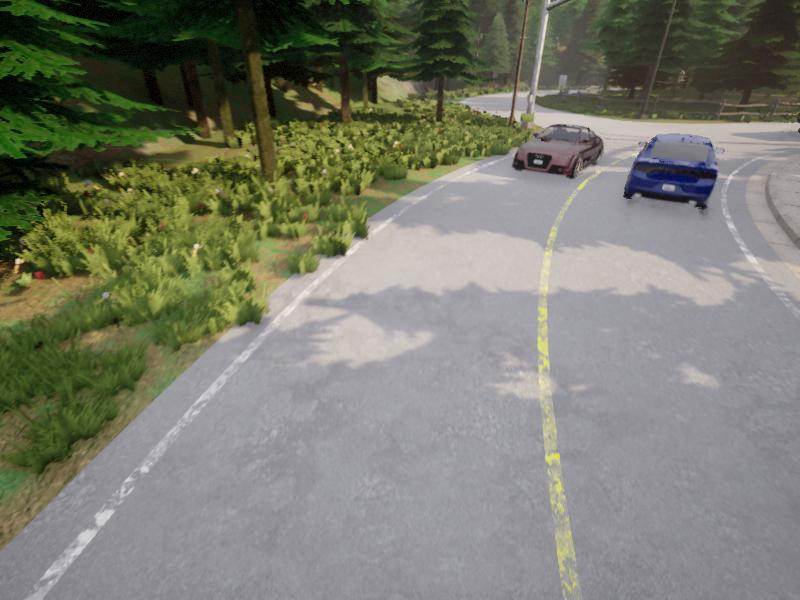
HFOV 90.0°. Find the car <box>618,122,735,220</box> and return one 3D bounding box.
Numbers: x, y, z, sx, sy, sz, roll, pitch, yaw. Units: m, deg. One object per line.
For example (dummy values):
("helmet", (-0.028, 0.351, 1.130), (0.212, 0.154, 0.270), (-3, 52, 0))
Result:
("car", (7.705, -3.838, 11.211), (1.882, 1.535, 5.008), (18, 34, 28))

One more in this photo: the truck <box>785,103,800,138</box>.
("truck", (24.194, -9.658, 20.916), (6.274, 2.098, 2.390), (-8, 31, -15))

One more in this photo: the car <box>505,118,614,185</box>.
("car", (5.547, -5.231, 13.722), (1.994, 1.385, 4.181), (22, 37, 32))
